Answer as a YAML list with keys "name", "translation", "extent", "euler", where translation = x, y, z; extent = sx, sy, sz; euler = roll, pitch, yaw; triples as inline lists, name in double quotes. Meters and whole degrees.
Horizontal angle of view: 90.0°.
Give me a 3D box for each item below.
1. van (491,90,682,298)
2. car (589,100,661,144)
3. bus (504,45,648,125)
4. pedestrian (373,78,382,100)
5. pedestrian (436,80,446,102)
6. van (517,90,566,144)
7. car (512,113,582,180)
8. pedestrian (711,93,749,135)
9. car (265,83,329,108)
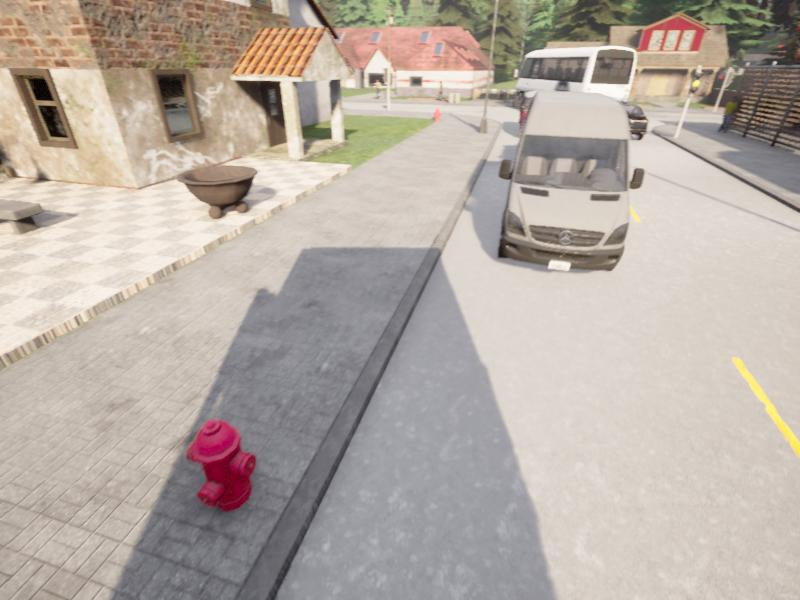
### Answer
- name: "van"
  translation: [3.311, -2.707, 8.217]
  extent: [1.988, 2.561, 5.915]
  euler: [9, 31, 14]
- name: "car"
  translation: [11.392, -9.298, 20.683]
  extent: [2.128, 1.511, 4.902]
  euler: [9, 31, 13]
- name: "bus"
  translation: [11.819, -15.663, 28.881]
  extent: [3.944, 4.253, 10.273]
  euler: [-4, 31, -10]
- name: "pedestrian"
  translation: [-2.259, -21.115, 40.054]
  extent: [0.751, 1.860, 0.751]
  euler: [-10, 32, -17]
- name: "pedestrian"
  translation: [3.878, -19.972, 38.217]
  extent: [0.751, 1.860, 0.751]
  euler: [7, 31, 10]
- name: "van"
  translation: [7.014, -9.382, 20.269]
  extent: [1.775, 1.987, 4.442]
  euler: [8, 31, 12]
- name: "car"
  translation: [4.994, -5.464, 13.949]
  extent: [1.789, 1.549, 3.705]
  euler: [8, 31, 13]
- name: "pedestrian"
  translation: [17.156, -9.690, 20.851]
  extent: [0.751, 1.860, 0.751]
  euler: [10, 32, 16]
- name: "car"
  translation: [-8.719, -17.428, 34.055]
  extent: [4.611, 1.667, 2.242]
  euler: [9, 31, 13]
